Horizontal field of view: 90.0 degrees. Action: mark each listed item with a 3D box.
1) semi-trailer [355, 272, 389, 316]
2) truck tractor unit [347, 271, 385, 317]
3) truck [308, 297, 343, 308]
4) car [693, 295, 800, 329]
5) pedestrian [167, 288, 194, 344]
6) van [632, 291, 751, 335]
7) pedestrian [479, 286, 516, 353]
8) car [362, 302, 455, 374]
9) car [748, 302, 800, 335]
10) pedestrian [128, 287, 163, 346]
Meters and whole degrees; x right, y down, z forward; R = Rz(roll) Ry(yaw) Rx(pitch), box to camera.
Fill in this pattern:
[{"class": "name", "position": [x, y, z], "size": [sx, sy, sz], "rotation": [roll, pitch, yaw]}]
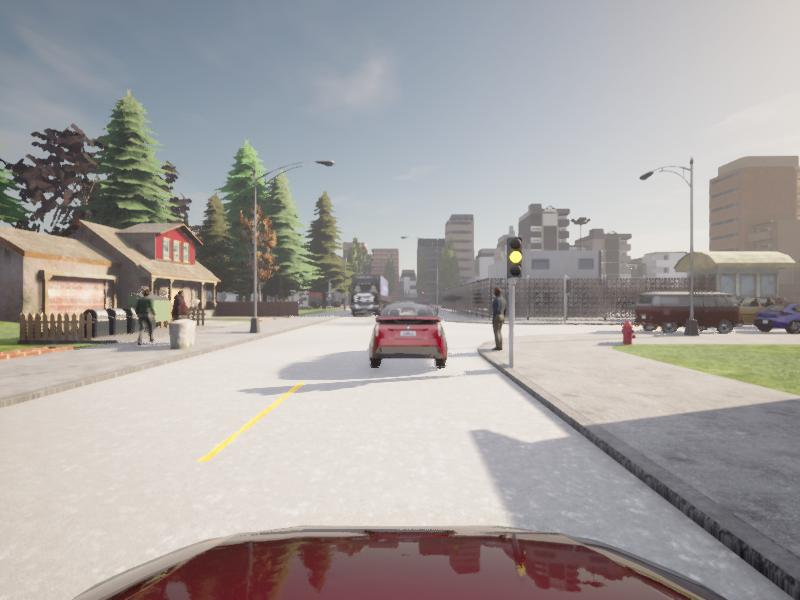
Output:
[{"class": "semi-trailer", "position": [-3.025, -0.619, 47.497], "size": [2.717, 4.402, 14.254], "rotation": [0, 0, 1]}, {"class": "truck tractor unit", "position": [-3.206, -0.524, 39.584], "size": [3.053, 4.208, 6.516], "rotation": [0, 0, 1]}, {"class": "truck", "position": [-14.363, 0.542, 77.468], "size": [6.274, 2.098, 2.390], "rotation": [0, 0, 1]}, {"class": "car", "position": [19.941, 0.652, 23.076], "size": [4.605, 1.855, 1.932], "rotation": [0, 0, 3]}, {"class": "pedestrian", "position": [-7.531, 0.533, 13.748], "size": [0.751, 1.860, 0.751], "rotation": [0, 0, -22]}, {"class": "van", "position": [13.937, 0.596, 19.308], "size": [4.442, 1.987, 1.775], "rotation": [0, 0, 0]}, {"class": "pedestrian", "position": [2.845, 0.534, 11.630], "size": [0.751, 1.860, 0.751], "rotation": [0, 0, -41]}, {"class": "car", "position": [0.224, 0.829, 10.862], "size": [2.007, 1.525, 4.514], "rotation": [0, 0, 1]}, {"class": "car", "position": [19.645, 0.854, 19.217], "size": [4.193, 1.474, 1.816], "rotation": [0, 0, 1]}, {"class": "pedestrian", "position": [-8.297, 0.533, 13.074], "size": [0.751, 1.860, 0.751], "rotation": [0, 0, -12]}]
